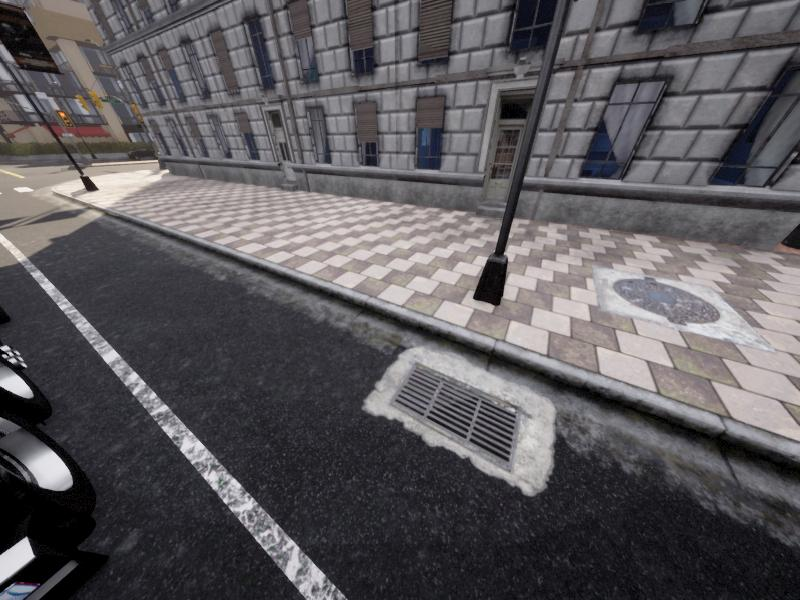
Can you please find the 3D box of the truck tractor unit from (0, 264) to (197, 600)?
[{"bbox_3d":[-5.111,-0.300,0.778,6.516,4.208,3.053,18,39,24],"label":"truck tractor unit"}]

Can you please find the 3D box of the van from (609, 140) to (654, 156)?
[{"bbox_3d":[35.653,-23.552,35.806,4.442,1.987,1.775,22,41,29],"label":"van"}]
